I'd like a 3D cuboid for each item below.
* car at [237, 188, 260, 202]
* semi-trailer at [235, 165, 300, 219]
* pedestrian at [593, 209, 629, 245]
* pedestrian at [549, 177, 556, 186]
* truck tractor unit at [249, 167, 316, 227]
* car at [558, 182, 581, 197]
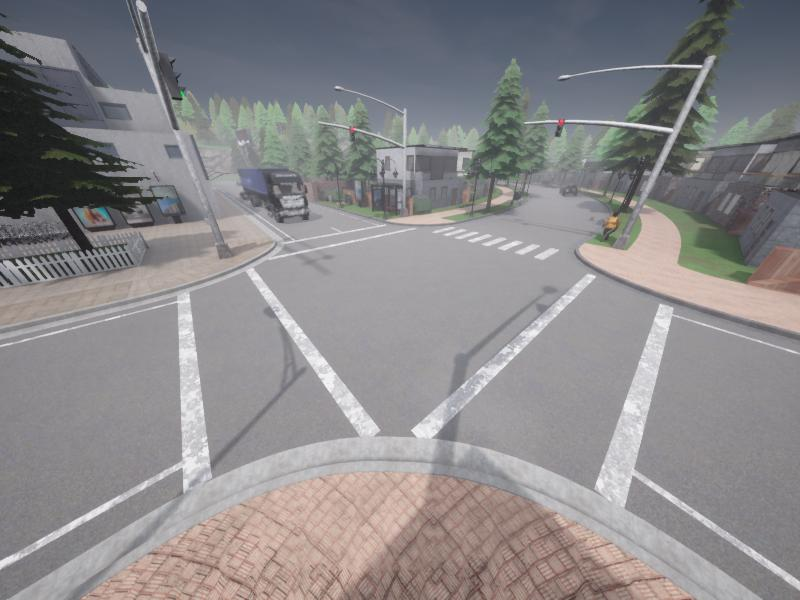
[{"bbox_3d":[-22.403,-15.547,34.126,1.994,1.385,4.181,-22,37,-33],"label":"car"},{"bbox_3d":[-15.528,-12.770,26.265,2.717,4.402,14.254,-21,36,-32],"label":"semi-trailer"},{"bbox_3d":[12.691,-4.404,13.946,0.751,1.860,0.751,-14,33,-23],"label":"pedestrian"},{"bbox_3d":[37.839,-29.520,57.456,0.751,1.860,0.751,1,30,2],"label":"pedestrian"},{"bbox_3d":[-10.690,-9.557,20.890,3.053,4.208,6.516,-21,36,-32],"label":"truck tractor unit"},{"bbox_3d":[28.441,-18.630,38.917,1.932,1.855,4.605,11,32,18],"label":"car"}]
